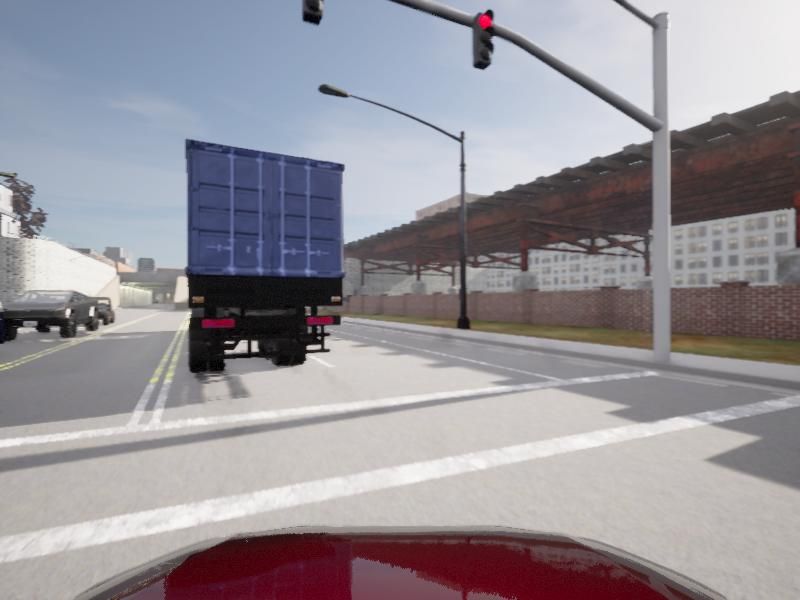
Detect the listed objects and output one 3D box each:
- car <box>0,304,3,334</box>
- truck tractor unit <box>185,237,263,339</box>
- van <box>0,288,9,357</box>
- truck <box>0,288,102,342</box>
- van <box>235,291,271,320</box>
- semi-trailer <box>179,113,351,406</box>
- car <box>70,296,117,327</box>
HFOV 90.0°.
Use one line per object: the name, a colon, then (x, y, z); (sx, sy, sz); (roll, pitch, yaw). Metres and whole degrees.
car: (-19.469, 0.920, 17.462); (1.970, 1.475, 3.806); (0, 0, -28)
truck tractor unit: (-8.942, -0.487, 20.020); (3.053, 4.208, 6.516); (0, 0, -27)
van: (-11.460, 0.638, 9.561); (1.775, 1.987, 4.442); (0, 0, -27)
truck: (-16.023, 0.600, 18.623); (2.390, 2.098, 6.274); (0, 0, -26)
van: (-13.584, 0.436, 36.755); (2.351, 2.431, 6.366); (0, 0, -27)
semi-trailer: (-5.338, -0.598, 12.968); (2.717, 4.402, 14.254); (0, 0, -27)
car: (-20.396, 0.720, 26.778); (1.905, 1.878, 3.866); (0, 0, -28)
